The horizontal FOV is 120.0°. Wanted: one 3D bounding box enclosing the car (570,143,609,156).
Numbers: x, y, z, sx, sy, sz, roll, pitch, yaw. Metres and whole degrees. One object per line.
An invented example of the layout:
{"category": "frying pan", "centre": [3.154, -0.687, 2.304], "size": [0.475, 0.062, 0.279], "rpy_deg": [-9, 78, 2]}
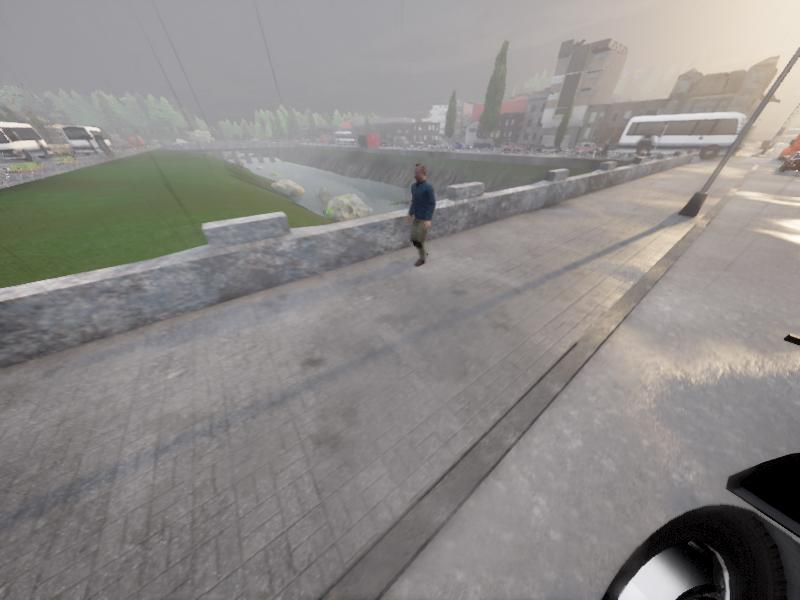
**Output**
{"category": "car", "centre": [27.681, -22.119, 33.846], "size": [1.970, 1.475, 3.806], "rpy_deg": [-23, 41, -29]}

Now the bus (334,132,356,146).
{"category": "bus", "centre": [-20.897, -61.112, 87.492], "size": [3.944, 4.253, 10.273], "rpy_deg": [-23, 42, -29]}

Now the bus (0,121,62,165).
{"category": "bus", "centre": [-51.067, -20.787, 30.391], "size": [3.944, 4.253, 10.273], "rpy_deg": [-23, 42, -29]}

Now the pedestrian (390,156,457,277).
{"category": "pedestrian", "centre": [0.369, -1.501, 4.224], "size": [0.751, 1.860, 0.751], "rpy_deg": [-24, 41, -29]}

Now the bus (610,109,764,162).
{"category": "bus", "centre": [32.929, -19.356, 27.438], "size": [3.944, 4.253, 10.273], "rpy_deg": [-24, 41, -30]}

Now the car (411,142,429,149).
{"category": "car", "centre": [5.033, -39.705, 59.173], "size": [1.812, 1.442, 4.674], "rpy_deg": [-23, 41, -29]}

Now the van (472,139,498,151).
{"category": "van", "centre": [16.774, -30.806, 45.897], "size": [1.775, 1.987, 4.442], "rpy_deg": [-23, 41, -29]}

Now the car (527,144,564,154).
{"category": "car", "centre": [23.919, -24.975, 38.113], "size": [1.895, 1.301, 4.718], "rpy_deg": [-23, 41, -29]}

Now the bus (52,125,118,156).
{"category": "bus", "centre": [-57.437, -29.385, 42.712], "size": [3.944, 4.253, 10.273], "rpy_deg": [-23, 41, -29]}

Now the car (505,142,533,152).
{"category": "car", "centre": [22.911, -29.667, 44.744], "size": [1.994, 1.385, 4.181], "rpy_deg": [-23, 41, -29]}

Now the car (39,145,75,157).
{"category": "car", "centre": [-58.950, -25.690, 39.831], "size": [1.801, 1.575, 5.366], "rpy_deg": [-23, 41, -29]}

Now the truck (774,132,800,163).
{"category": "truck", "centre": [41.315, -15.515, 23.434], "size": [5.204, 2.467, 2.627], "rpy_deg": [-23, 41, -29]}

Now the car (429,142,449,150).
{"category": "car", "centre": [9.160, -36.439, 54.605], "size": [1.895, 1.301, 4.718], "rpy_deg": [-23, 41, -29]}

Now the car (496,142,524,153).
{"category": "car", "centre": [20.098, -28.014, 42.326], "size": [1.970, 1.475, 3.806], "rpy_deg": [-23, 41, -29]}

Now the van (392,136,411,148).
{"category": "van", "centre": [0.357, -43.777, 64.072], "size": [1.988, 2.561, 5.915], "rpy_deg": [-23, 41, -29]}

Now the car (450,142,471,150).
{"category": "car", "centre": [13.036, -33.502, 50.222], "size": [1.816, 1.474, 4.193], "rpy_deg": [-23, 41, -29]}

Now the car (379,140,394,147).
{"category": "car", "centre": [-4.133, -46.918, 69.351], "size": [2.242, 1.667, 4.611], "rpy_deg": [-23, 41, -29]}

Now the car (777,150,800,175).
{"category": "car", "centre": [29.136, -9.830, 16.482], "size": [4.718, 1.301, 1.895], "rpy_deg": [-23, 41, -29]}
